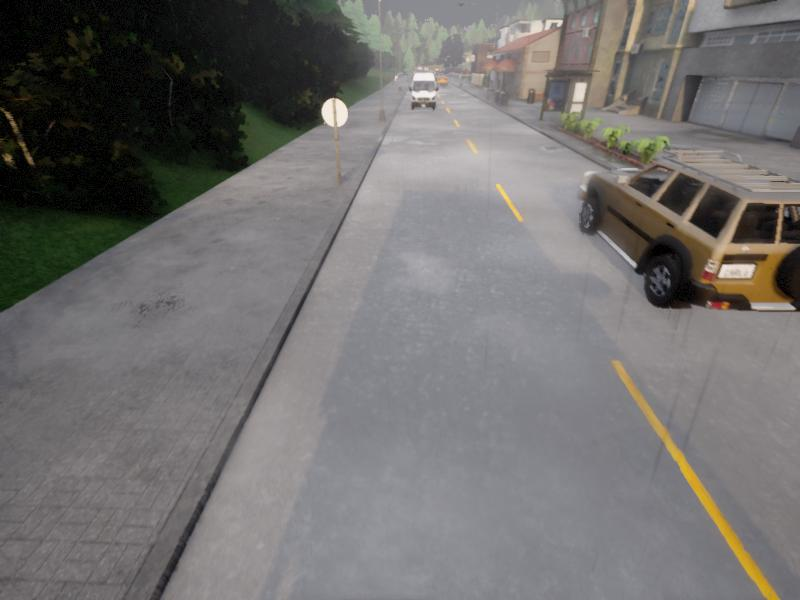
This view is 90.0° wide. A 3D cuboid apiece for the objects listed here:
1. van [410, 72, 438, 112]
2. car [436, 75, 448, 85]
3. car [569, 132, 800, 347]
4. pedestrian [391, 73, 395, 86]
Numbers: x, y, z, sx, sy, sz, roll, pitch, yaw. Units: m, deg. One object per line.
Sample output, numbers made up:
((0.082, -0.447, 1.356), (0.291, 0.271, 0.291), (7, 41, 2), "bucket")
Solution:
((1.920, -17.089, 32.708), (1.988, 2.561, 5.915), (1, 30, 2), "van")
((7.952, -41.684, 75.761), (1.882, 1.535, 5.008), (1, 30, 2), "car")
((4.677, -1.390, 6.528), (1.932, 1.855, 4.605), (1, 31, 2), "car")
((-1.188, -37.309, 67.693), (0.751, 1.860, 0.751), (0, 30, -1), "pedestrian")
